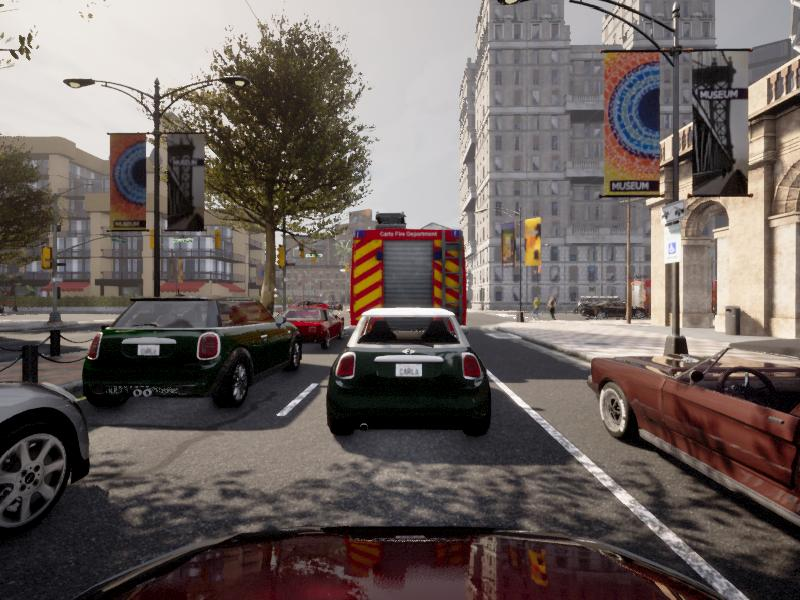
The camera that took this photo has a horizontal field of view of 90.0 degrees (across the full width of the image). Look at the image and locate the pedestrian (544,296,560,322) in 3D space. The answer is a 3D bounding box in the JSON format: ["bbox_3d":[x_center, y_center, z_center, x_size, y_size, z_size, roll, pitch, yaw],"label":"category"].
[{"bbox_3d":[10.917,0.636,28.741,0.751,1.860,0.751,0,0,-14],"label":"pedestrian"}]

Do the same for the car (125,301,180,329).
[{"bbox_3d":[-15.265,0.829,24.948,2.038,1.542,4.974,-1,0,-21],"label":"car"}]

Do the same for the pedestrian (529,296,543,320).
[{"bbox_3d":[10.553,0.637,31.062,0.751,1.860,0.751,0,0,-21],"label":"pedestrian"}]

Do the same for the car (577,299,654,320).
[{"bbox_3d":[17.599,0.771,32.796,5.238,1.638,1.930,0,0,1],"label":"car"}]

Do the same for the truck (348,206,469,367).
[{"bbox_3d":[0.274,-0.321,13.781,2.891,3.827,8.468,0,0,1],"label":"truck"}]

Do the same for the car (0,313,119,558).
[{"bbox_3d":[-3.473,0.853,1.600,1.970,1.475,3.806,0,0,1],"label":"car"}]

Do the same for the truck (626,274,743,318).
[{"bbox_3d":[25.526,-0.321,36.177,8.468,3.827,2.891,0,0,1],"label":"truck"}]

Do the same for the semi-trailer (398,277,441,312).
[{"bbox_3d":[2.403,-0.618,57.545,2.717,4.402,14.254,0,0,-12],"label":"semi-trailer"}]

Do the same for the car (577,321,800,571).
[{"bbox_3d":[3.308,0.938,3.058,1.895,1.301,4.718,0,0,1],"label":"car"}]

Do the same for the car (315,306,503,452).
[{"bbox_3d":[0.119,0.853,6.110,1.970,1.475,3.806,0,0,1],"label":"car"}]

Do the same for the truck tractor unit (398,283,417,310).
[{"bbox_3d":[1.260,-0.516,65.335,3.053,4.208,6.516,0,0,2],"label":"truck tractor unit"}]

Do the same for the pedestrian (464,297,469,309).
[{"bbox_3d":[10.130,0.485,60.591,0.751,1.860,0.751,0,0,11],"label":"pedestrian"}]

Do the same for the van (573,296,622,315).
[{"bbox_3d":[21.300,0.599,43.240,4.442,1.987,1.775,0,0,1],"label":"van"}]

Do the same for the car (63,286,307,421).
[{"bbox_3d":[-3.355,0.694,7.527,2.097,1.767,4.553,0,0,1],"label":"car"}]

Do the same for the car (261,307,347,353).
[{"bbox_3d":[-3.218,0.944,14.445,1.895,1.301,4.718,0,0,1],"label":"car"}]

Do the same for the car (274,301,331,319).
[{"bbox_3d":[-8.601,0.826,35.440,4.514,1.525,2.007,0,0,-34],"label":"car"}]
